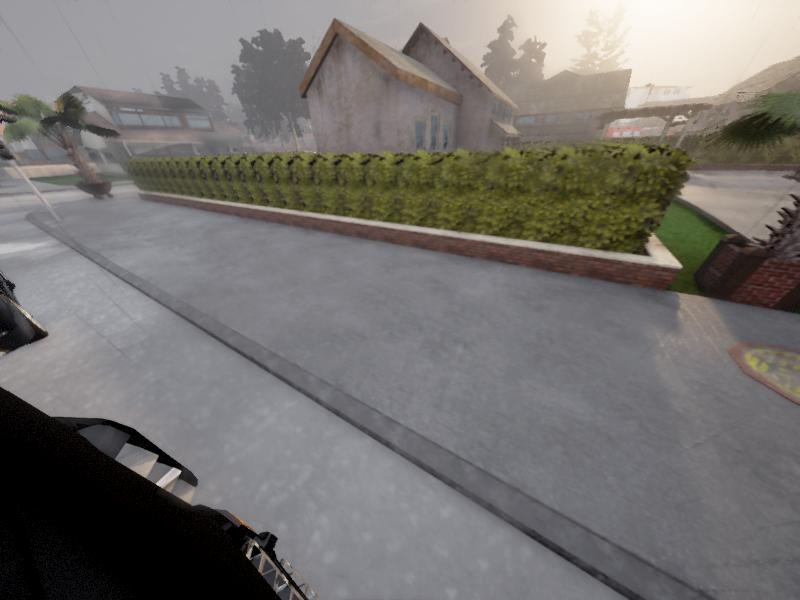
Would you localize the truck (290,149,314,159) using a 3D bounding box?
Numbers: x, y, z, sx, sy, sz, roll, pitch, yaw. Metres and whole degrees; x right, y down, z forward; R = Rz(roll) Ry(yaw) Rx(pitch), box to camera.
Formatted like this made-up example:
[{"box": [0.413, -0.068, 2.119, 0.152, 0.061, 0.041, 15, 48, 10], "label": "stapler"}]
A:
[{"box": [-27.249, -40.625, 64.329, 6.274, 2.098, 2.390, 16, 38, 26], "label": "truck"}]

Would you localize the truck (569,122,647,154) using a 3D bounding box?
[{"box": [33.133, -26.183, 37.542, 8.468, 3.827, 2.891, 16, 38, 26], "label": "truck"}]

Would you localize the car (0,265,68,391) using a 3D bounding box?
[{"box": [-6.907, -0.033, 2.944, 5.008, 1.535, 1.882, 16, 38, 26], "label": "car"}]

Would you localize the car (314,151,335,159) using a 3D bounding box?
[{"box": [-19.850, -38.221, 60.798, 4.611, 1.667, 2.242, 16, 38, 26], "label": "car"}]
